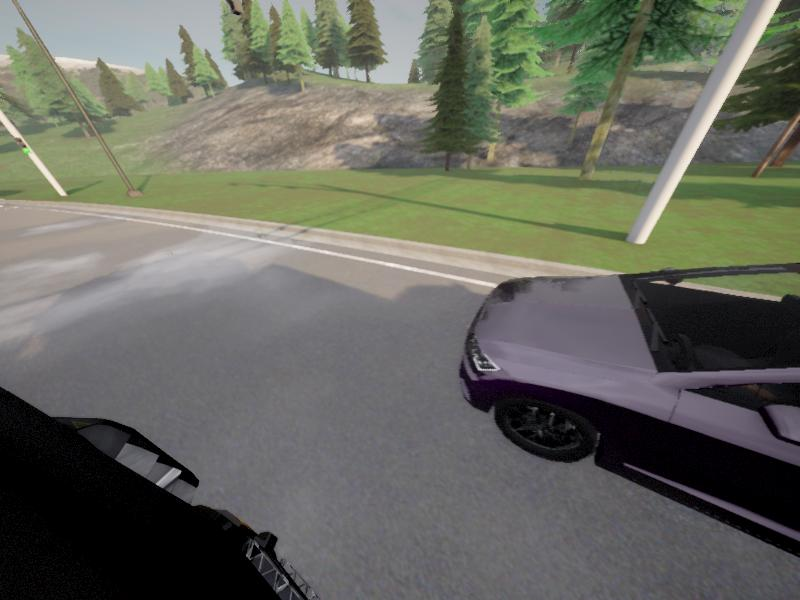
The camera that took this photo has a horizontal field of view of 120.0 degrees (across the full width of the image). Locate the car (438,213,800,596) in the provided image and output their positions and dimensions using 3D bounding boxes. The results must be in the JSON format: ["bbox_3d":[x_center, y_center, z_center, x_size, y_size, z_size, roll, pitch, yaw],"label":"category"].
[{"bbox_3d":[2.604,0.572,1.552,4.193,1.474,1.816,16,38,26],"label":"car"}]
